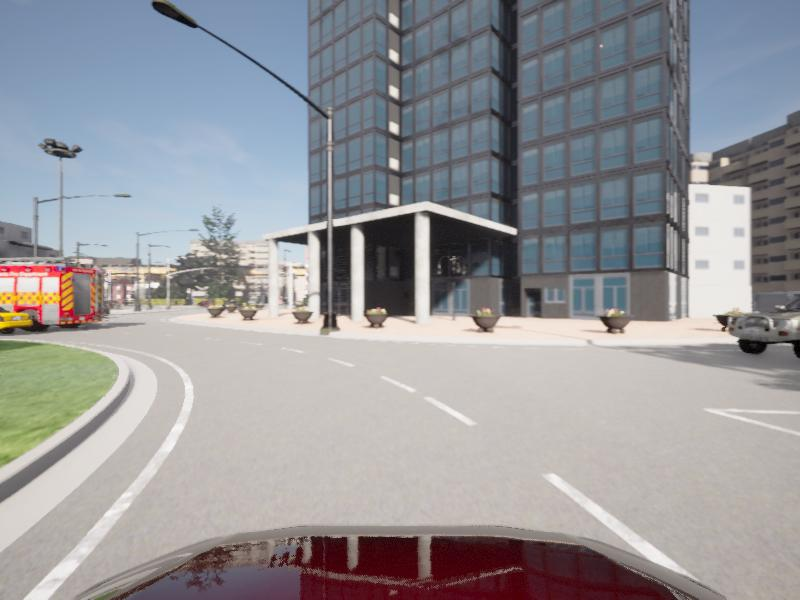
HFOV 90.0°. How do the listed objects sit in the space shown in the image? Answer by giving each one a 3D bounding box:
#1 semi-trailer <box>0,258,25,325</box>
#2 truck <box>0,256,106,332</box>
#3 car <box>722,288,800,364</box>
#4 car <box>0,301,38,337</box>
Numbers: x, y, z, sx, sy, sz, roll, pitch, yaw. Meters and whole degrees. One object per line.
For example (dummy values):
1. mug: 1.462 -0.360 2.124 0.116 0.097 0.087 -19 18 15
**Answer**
1. semi-trailer: -30.691 -0.543 22.152 2.717 4.402 14.254 -3 -2 31
2. truck: -21.159 -0.289 21.663 8.468 3.827 2.891 0 0 2
3. car: 11.751 0.627 10.815 4.605 1.855 1.932 0 0 -2
4. car: -20.081 0.831 18.323 5.366 1.575 1.801 0 0 0
